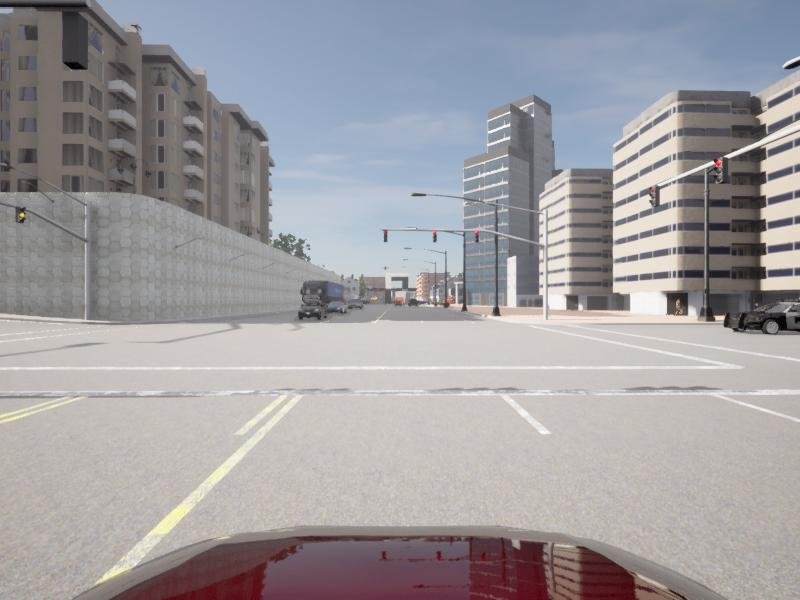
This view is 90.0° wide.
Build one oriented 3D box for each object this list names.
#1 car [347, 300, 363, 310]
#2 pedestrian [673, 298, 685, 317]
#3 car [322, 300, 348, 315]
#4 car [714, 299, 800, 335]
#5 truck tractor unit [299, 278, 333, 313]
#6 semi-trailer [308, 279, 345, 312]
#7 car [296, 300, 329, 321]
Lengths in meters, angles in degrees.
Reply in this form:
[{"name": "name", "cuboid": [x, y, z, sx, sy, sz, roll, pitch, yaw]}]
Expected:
[{"name": "car", "cuboid": [-7.301, 0.756, 65.196, 2.242, 1.667, 4.611, 0, 0, 0]}, {"name": "pedestrian", "cuboid": [27.625, 0.691, 39.593, 0.751, 1.860, 0.751, 0, 0, 16]}, {"name": "car", "cuboid": [-7.206, 0.822, 44.839, 2.038, 1.542, 4.974, 0, 0, 0]}, {"name": "car", "cuboid": [18.269, 0.771, 18.959, 5.238, 1.638, 1.930, 0, 0, -1]}, {"name": "truck tractor unit", "cuboid": [-10.731, -0.521, 51.766, 3.053, 4.208, 6.516, 0, 0, 0]}, {"name": "semi-trailer", "cuboid": [-10.674, -0.616, 59.677, 2.717, 4.402, 14.254, 0, 0, 1]}, {"name": "car", "cuboid": [-7.138, 0.788, 33.005, 1.851, 1.617, 3.988, 0, 0, 0]}]
